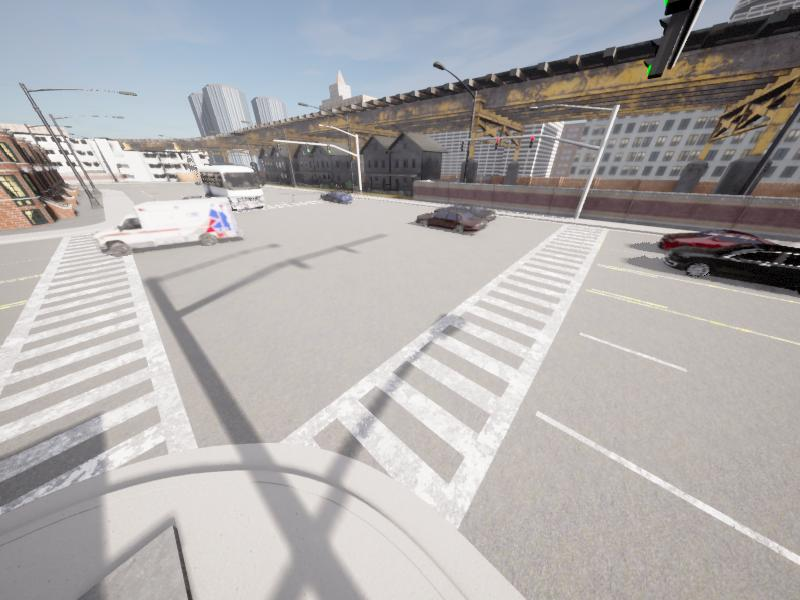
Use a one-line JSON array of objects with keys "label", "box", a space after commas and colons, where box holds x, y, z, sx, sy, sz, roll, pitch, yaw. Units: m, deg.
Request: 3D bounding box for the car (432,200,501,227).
[{"label": "car", "box": [5.592, -7.608, 20.087, 5.357, 1.411, 2.033, 24, 38, 35]}]

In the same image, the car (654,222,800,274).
[{"label": "car", "box": [16.370, -2.840, 11.853, 4.181, 1.385, 1.994, 24, 38, 35]}]

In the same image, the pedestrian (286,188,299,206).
[{"label": "pedestrian", "box": [-13.069, -12.574, 28.173, 0.751, 1.860, 0.751, 9, 31, 15]}]

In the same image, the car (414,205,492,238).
[{"label": "car", "box": [3.795, -6.067, 17.417, 5.357, 1.411, 2.033, 24, 38, 35]}]

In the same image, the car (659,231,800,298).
[{"label": "car", "box": [14.337, -1.454, 9.329, 4.892, 1.490, 1.837, 24, 38, 35]}]

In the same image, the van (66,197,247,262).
[{"label": "van", "box": [-13.036, -4.341, 13.394, 6.366, 2.431, 2.351, -18, 34, -28]}]

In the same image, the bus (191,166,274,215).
[{"label": "bus", "box": [-19.184, -12.860, 26.323, 10.273, 4.253, 3.944, 24, 38, 35]}]

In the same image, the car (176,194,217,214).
[{"label": "car", "box": [-22.241, -10.552, 25.185, 5.357, 1.411, 2.033, 23, 37, 35]}]

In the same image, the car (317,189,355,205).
[{"label": "car", "box": [-8.566, -13.858, 30.911, 5.357, 1.411, 2.033, 24, 38, 35]}]
